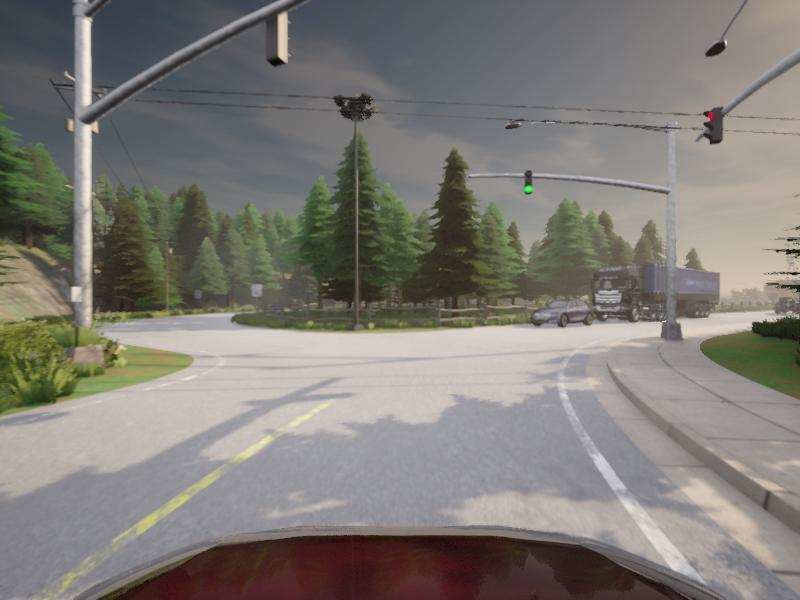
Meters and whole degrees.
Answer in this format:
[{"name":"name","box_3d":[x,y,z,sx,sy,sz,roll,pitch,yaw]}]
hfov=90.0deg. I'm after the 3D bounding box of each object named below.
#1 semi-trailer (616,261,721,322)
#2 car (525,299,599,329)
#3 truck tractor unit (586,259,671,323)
[{"name":"semi-trailer","box_3d":[23.325,-0.657,34.132,14.254,4.402,2.717,0,0,-36]},{"name":"car","box_3d":[9.893,0.747,24.251,4.856,1.649,2.033,0,0,-38]},{"name":"truck tractor unit","box_3d":[16.924,-0.552,29.481,6.516,4.208,3.053,0,0,-36]}]
